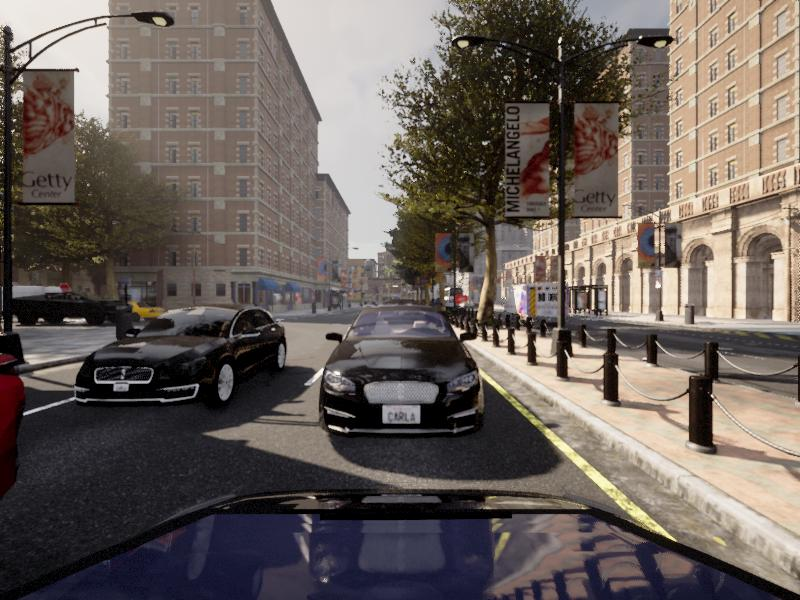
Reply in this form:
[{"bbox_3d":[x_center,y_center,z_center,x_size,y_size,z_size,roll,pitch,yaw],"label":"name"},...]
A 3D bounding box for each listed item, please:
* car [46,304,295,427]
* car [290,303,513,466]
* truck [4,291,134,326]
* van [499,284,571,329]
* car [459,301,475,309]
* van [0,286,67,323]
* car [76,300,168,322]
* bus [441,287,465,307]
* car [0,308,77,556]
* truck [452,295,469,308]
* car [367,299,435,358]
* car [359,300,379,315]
[{"bbox_3d":[-3.508,0.838,7.441,1.837,1.490,4.892,0,0,0],"label":"car"},{"bbox_3d":[0.018,0.831,6.277,2.128,1.511,4.902,0,0,0],"label":"car"},{"bbox_3d":[-20.911,0.523,25.528,6.274,2.098,2.390,0,0,-1],"label":"truck"},{"bbox_3d":[8.068,0.359,24.761,2.351,2.431,6.366,0,0,0],"label":"van"},{"bbox_3d":[11.684,0.890,70.133,1.895,1.301,4.718,0,0,0],"label":"car"},{"bbox_3d":[-27.959,0.300,28.996,5.915,2.561,1.988,0,0,-1],"label":"van"},{"bbox_3d":[-20.149,0.780,29.122,5.366,1.575,1.801,0,0,-2],"label":"car"},{"bbox_3d":[11.612,-0.604,88.298,3.944,4.253,10.273,0,0,0],"label":"bus"},{"bbox_3d":[-3.496,0.827,0.821,2.007,1.525,4.514,0,0,0],"label":"car"},{"bbox_3d":[11.706,0.297,78.166,2.627,2.467,5.204,0,0,0],"label":"truck"},{"bbox_3d":[0.033,0.778,12.917,1.851,1.617,3.988,0,0,0],"label":"car"},{"bbox_3d":[-3.384,0.794,44.194,1.845,1.501,3.633,0,0,0],"label":"car"}]
